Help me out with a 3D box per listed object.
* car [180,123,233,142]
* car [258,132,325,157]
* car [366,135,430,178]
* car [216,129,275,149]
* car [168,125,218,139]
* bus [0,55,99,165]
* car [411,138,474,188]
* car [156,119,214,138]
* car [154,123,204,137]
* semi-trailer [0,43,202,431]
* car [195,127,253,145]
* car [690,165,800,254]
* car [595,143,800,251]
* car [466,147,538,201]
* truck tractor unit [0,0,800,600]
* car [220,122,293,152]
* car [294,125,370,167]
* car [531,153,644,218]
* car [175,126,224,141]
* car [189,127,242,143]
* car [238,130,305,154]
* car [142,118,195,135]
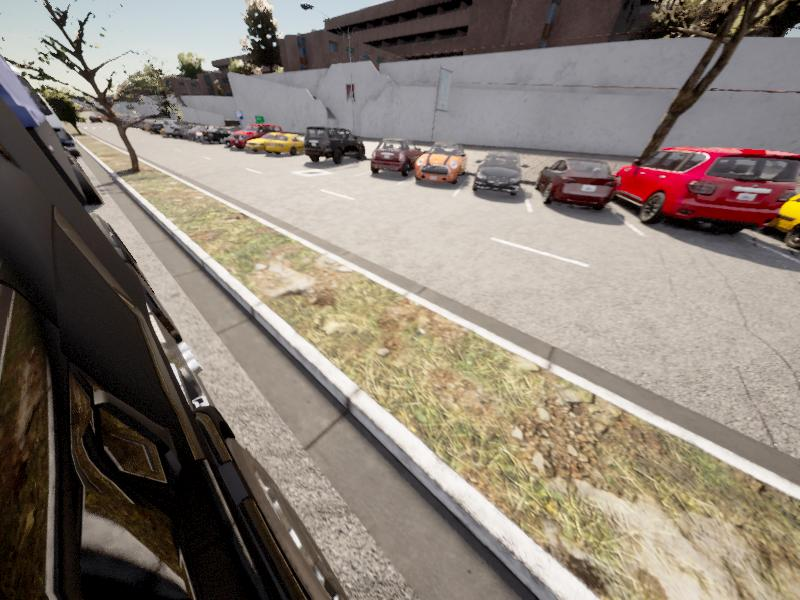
[{"bbox_3d":[-25.170,-21.951,30.330,2.185,1.767,4.553,14,37,15],"label":"car"},{"bbox_3d":[-9.055,-13.491,19.956,1.946,1.575,5.366,14,37,15],"label":"car"},{"bbox_3d":[0.059,-8.617,13.702,2.185,1.767,4.553,14,37,15],"label":"car"},{"bbox_3d":[-16.010,-16.969,24.334,2.163,1.488,4.792,14,37,15],"label":"car"},{"bbox_3d":[-29.780,-24.256,33.433,2.163,1.488,4.792,14,37,15],"label":"car"},{"bbox_3d":[-23.236,-11.289,13.962,10.273,4.253,3.944,27,43,30],"label":"bus"},{"bbox_3d":[2.383,-7.431,12.249,2.185,1.767,4.553,14,38,14],"label":"car"},{"bbox_3d":[-32.063,-25.700,34.766,2.435,2.045,5.566,14,38,15],"label":"car"},{"bbox_3d":[-34.440,-26.608,36.248,1.946,1.575,5.366,14,38,14],"label":"car"},{"bbox_3d":[-8.704,-3.585,4.244,14.254,4.402,2.717,28,44,30],"label":"semi-trailer"},{"bbox_3d":[-20.600,-19.415,27.358,2.097,1.535,5.008,14,37,15],"label":"car"},{"bbox_3d":[11.605,-2.525,6.447,1.946,1.575,5.366,14,38,15],"label":"car"},{"bbox_3d":[9.267,-3.866,7.679,2.435,2.045,5.566,14,38,15],"label":"car"},{"bbox_3d":[4.665,-6.094,10.805,2.231,1.521,4.892,14,38,14],"label":"car"},{"bbox_3d":[-2.645,-0.295,0.351,6.516,4.208,3.053,28,44,30],"label":"truck tractor unit"},{"bbox_3d":[-13.700,-15.989,22.660,2.435,2.045,5.566,14,37,15],"label":"car"},{"bbox_3d":[-4.511,-11.184,16.680,2.435,2.045,5.566,14,37,15],"label":"car"},{"bbox_3d":[6.958,-4.864,9.344,2.163,1.488,4.792,14,37,15],"label":"car"},{"bbox_3d":[-27.481,-23.009,31.912,2.002,1.452,4.674,14,38,14],"label":"car"},{"bbox_3d":[-22.891,-20.593,28.898,2.002,1.452,4.674,14,37,15],"label":"car"},{"bbox_3d":[-11.471,-14.497,21.175,1.946,1.575,5.366,14,37,15],"label":"car"},{"bbox_3d":[-38.964,-29.348,39.206,2.435,2.045,5.566,15,38,14],"label":"car"}]
